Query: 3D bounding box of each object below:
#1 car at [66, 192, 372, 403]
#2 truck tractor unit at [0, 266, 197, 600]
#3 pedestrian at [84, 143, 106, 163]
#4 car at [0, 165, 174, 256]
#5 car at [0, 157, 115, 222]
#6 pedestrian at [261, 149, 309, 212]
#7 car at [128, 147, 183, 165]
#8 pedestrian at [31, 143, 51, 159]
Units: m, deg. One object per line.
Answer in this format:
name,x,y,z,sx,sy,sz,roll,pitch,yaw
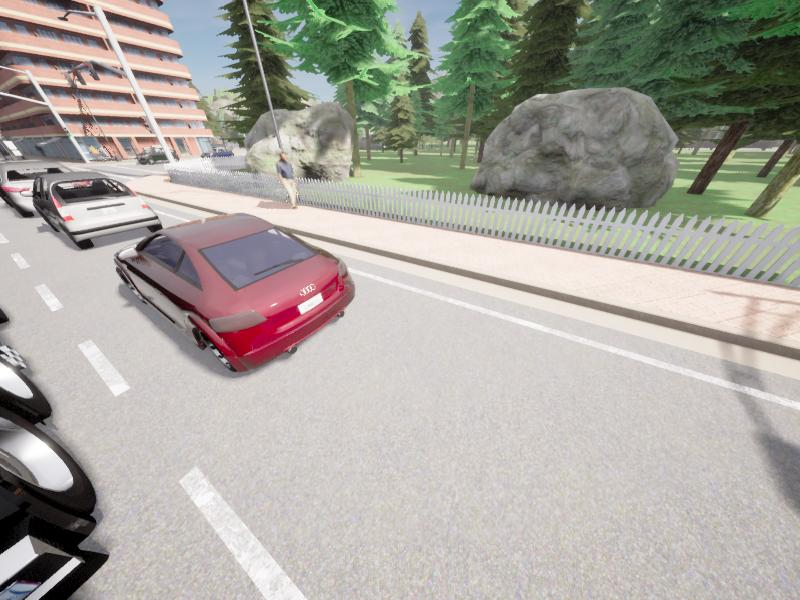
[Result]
car,-2.773,-0.593,3.674,4.181,1.385,1.994,20,40,26
truck tractor unit,-5.114,-0.298,0.774,6.516,4.208,3.053,18,39,24
pedestrian,-34.394,-16.609,26.070,0.751,1.860,0.751,25,42,32
car,-8.953,-2.771,6.637,3.988,1.617,1.851,18,39,25
car,-14.326,-4.608,9.259,4.611,1.667,2.242,19,39,25
pedestrian,-3.933,-4.155,8.059,0.751,1.860,0.751,18,39,24
car,-27.809,-16.501,26.445,1.789,1.549,3.705,11,36,15
pedestrian,-52.131,-21.664,33.556,0.751,1.860,0.751,19,39,25
